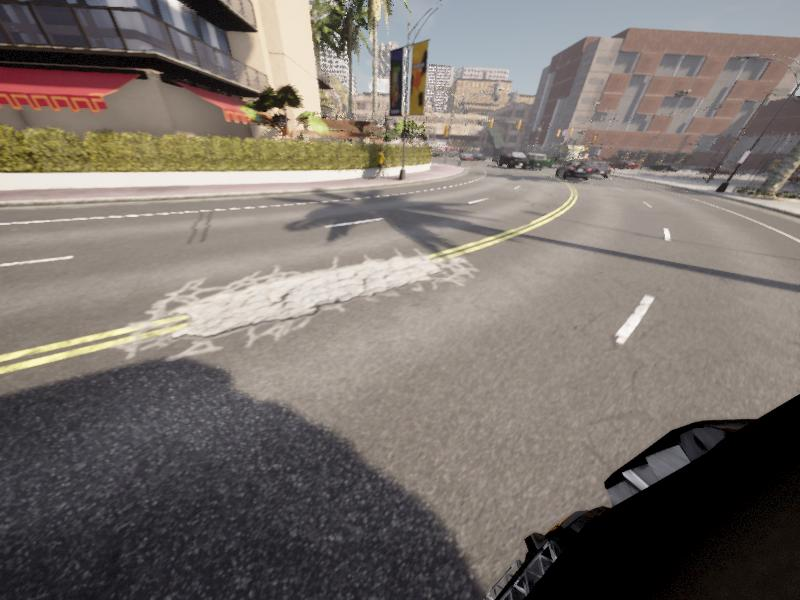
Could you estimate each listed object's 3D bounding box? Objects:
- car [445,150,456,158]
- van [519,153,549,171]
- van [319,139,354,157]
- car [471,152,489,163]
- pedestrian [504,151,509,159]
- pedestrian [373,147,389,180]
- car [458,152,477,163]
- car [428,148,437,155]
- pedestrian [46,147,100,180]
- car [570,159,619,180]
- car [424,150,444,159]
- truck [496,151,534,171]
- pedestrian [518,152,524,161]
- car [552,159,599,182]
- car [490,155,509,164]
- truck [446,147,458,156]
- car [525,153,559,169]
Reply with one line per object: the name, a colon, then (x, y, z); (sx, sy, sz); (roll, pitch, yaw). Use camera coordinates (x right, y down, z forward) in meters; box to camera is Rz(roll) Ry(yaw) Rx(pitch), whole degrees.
car: (12.974, -37.355, 59.049); (2.097, 1.767, 4.553); (10, 34, 11)
van: (19.586, -20.433, 34.083); (1.775, 1.987, 4.442); (4, 34, 1)
van: (-11.954, -28.965, 44.014); (5.915, 2.561, 1.988); (2, 34, -1)
car: (16.531, -29.578, 47.825); (1.930, 1.638, 5.238); (2, 34, -1)
pedestrian: (30.041, -40.791, 65.049); (0.751, 1.860, 0.751); (2, 34, -1)
pedestrian: (-1.257, -9.065, 15.372); (0.751, 1.860, 0.751); (-27, 44, -37)
car: (12.981, -27.534, 44.657); (2.163, 1.488, 4.792); (2, 34, -1)
car: (10.431, -48.364, 75.305); (2.185, 1.767, 4.553); (2, 34, -1)
pedestrian: (-15.447, -6.465, 10.980); (0.751, 1.300, 0.751); (-11, 36, -19)
car: (22.323, -15.241, 26.855); (2.152, 1.651, 5.027); (9, 34, 8)
car: (7.713, -32.982, 52.294); (3.988, 1.617, 1.851); (-20, 40, -30)
truck: (16.168, -19.916, 32.958); (2.390, 2.098, 6.274); (3, 34, 1)
pedestrian: (29.720, -35.248, 56.746); (0.751, 1.860, 0.751); (5, 34, 4)
car: (17.941, -13.535, 23.938); (2.242, 1.667, 4.611); (11, 34, 12)
car: (19.983, -28.366, 46.514); (1.994, 1.385, 4.181); (2, 34, -1)
truck: (16.994, -49.045, 76.185); (2.627, 2.467, 5.204); (2, 34, -1)
car: (23.309, -23.143, 38.349); (2.150, 2.045, 5.566); (3, 34, 0)
